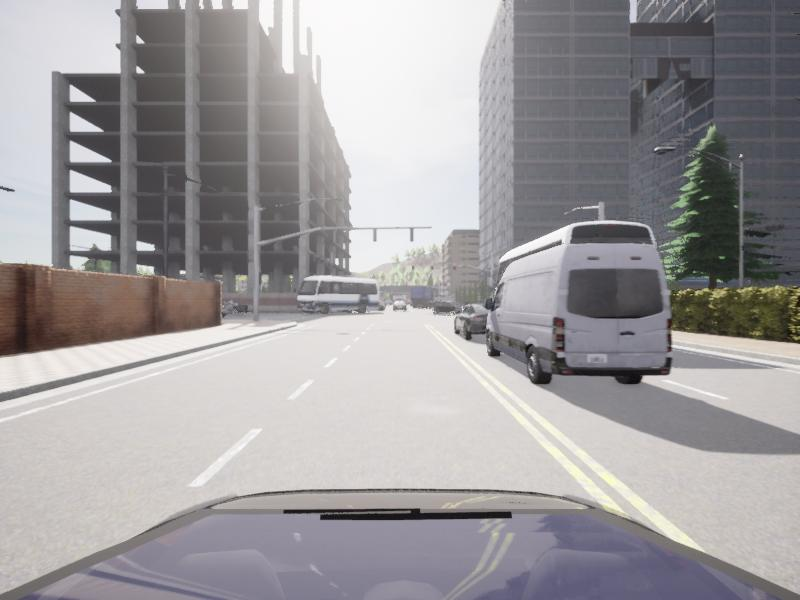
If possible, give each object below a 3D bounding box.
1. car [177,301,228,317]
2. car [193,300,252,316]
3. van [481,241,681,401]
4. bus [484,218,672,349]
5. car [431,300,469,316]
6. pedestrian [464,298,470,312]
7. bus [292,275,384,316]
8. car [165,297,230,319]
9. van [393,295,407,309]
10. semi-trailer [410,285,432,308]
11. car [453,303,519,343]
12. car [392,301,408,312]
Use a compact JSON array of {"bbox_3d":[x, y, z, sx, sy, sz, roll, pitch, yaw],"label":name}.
[{"bbox_3d":[-18.568,0.870,37.767,3.806,1.475,1.970,0,0,1],"label":"car"},{"bbox_3d":[-18.269,0.789,41.265,5.238,1.638,1.930,0,0,0],"label":"car"},{"bbox_3d":[3.500,0.327,9.354,1.988,2.561,5.915,0,0,0],"label":"van"},{"bbox_3d":[6.866,-0.526,18.130,3.944,4.253,10.273,0,0,0],"label":"bus"},{"bbox_3d":[5.187,0.832,41.862,1.789,1.549,3.705,-1,1,-43],"label":"car"},{"bbox_3d":[8.797,0.660,52.419,0.751,1.860,0.751,0,0,8],"label":"pedestrian"},{"bbox_3d":[-6.873,-0.507,46.381,3.944,4.253,10.273,2,1,41],"label":"bus"},{"bbox_3d":[-17.251,0.668,34.284,4.605,1.855,1.932,0,0,2],"label":"car"},{"bbox_3d":[-0.049,0.410,72.099,2.351,2.431,6.366,0,0,0],"label":"van"},{"bbox_3d":[4.533,-0.580,83.652,2.717,4.402,14.254,0,0,10],"label":"semi-trailer"},{"bbox_3d":[3.483,0.878,17.109,1.812,1.442,4.674,0,0,0],"label":"car"},{"bbox_3d":[-0.039,0.861,56.189,2.128,1.511,4.902,0,0,0],"label":"car"}]
